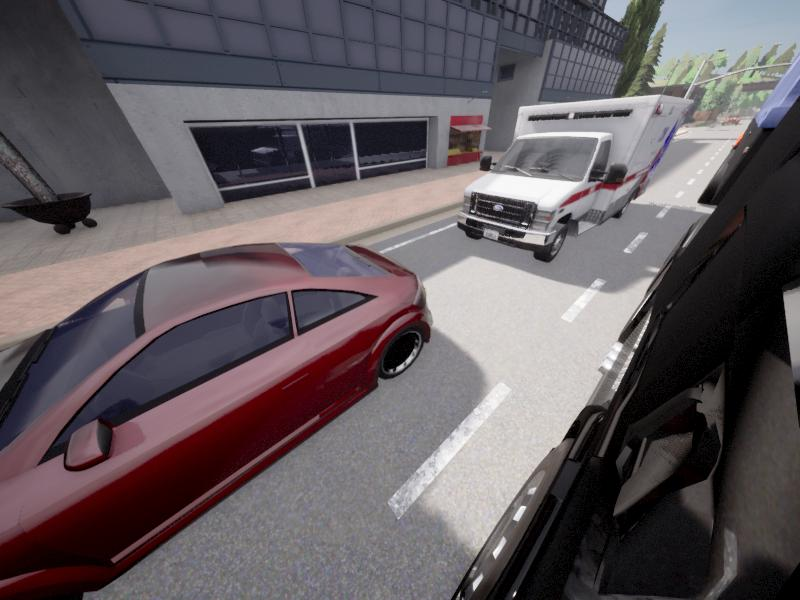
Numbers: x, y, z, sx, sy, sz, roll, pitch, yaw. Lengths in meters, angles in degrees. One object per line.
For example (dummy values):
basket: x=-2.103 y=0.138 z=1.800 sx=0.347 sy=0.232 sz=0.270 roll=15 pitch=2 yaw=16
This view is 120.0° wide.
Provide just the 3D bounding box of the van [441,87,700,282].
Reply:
van: x=4.108 y=-3.084 z=5.476 sx=6.366 sy=2.431 sz=2.351 roll=-28 pitch=44 yaw=-30

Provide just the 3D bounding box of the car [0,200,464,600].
car: x=-1.655 y=0.429 z=2.032 sx=4.181 sy=1.385 sz=1.994 roll=-28 pitch=44 yaw=-30

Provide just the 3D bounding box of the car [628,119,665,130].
car: x=48.501 y=-34.548 z=45.509 sx=2.007 sy=1.525 sz=4.514 roll=-28 pitch=44 yaw=-30

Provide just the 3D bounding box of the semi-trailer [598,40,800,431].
semi-trailer: x=8.695 y=-3.610 z=4.227 sx=14.254 sy=4.402 sz=2.717 roll=-28 pitch=44 yaw=-30

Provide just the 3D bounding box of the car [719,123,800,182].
car: x=15.850 y=-6.295 z=9.666 sx=4.611 sy=1.667 sz=2.242 roll=-28 pitch=44 yaw=-30

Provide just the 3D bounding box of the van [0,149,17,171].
van: x=-45.708 y=-15.453 z=25.053 sx=1.988 sy=2.561 sz=5.915 roll=-28 pitch=44 yaw=-30

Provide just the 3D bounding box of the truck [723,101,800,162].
truck: x=21.408 y=-9.586 z=13.032 sx=5.204 sy=2.467 sz=2.627 roll=-28 pitch=44 yaw=-30

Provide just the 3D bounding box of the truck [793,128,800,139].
truck: x=38.079 y=-15.730 z=20.184 sx=5.204 sy=2.467 sz=2.627 roll=-28 pitch=44 yaw=-30

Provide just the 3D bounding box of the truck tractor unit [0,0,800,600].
truck tractor unit: x=2.645 y=-0.295 z=0.351 sx=6.516 sy=4.208 sz=3.053 roll=-28 pitch=44 yaw=-30

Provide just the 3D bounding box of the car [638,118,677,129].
car: x=51.880 y=-35.516 z=46.568 sx=2.163 sy=1.488 sz=4.792 roll=-28 pitch=44 yaw=-30
